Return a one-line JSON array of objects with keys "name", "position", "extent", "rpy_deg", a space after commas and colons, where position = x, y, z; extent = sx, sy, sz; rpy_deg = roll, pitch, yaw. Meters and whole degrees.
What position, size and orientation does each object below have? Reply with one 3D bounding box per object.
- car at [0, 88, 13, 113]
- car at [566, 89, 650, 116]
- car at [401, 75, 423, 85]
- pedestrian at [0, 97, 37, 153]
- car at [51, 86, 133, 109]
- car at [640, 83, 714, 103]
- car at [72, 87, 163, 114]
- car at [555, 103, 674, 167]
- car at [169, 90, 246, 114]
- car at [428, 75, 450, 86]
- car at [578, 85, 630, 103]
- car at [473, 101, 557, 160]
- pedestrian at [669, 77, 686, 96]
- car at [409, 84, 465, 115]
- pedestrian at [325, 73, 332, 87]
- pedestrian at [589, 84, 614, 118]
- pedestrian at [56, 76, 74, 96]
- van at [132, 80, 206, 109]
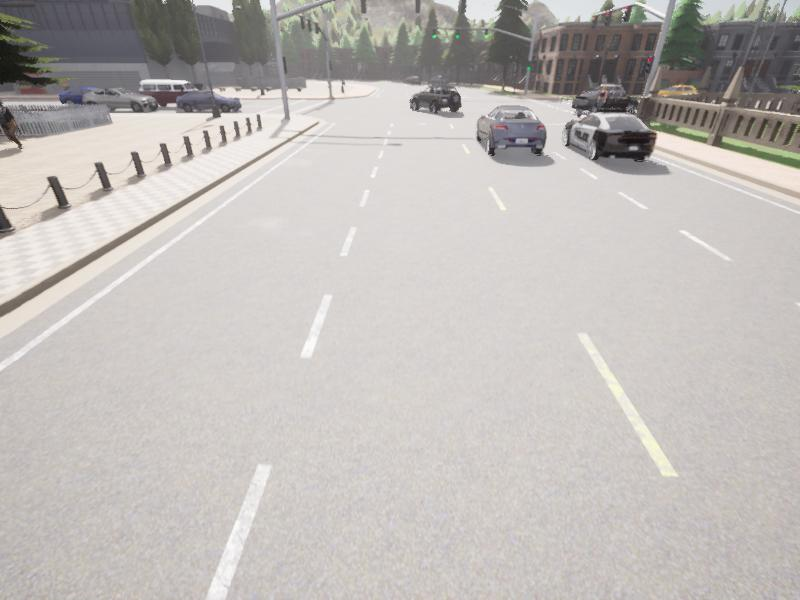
[{"name": "car", "position": [-33.146, -15.271, 30.487], "extent": [4.856, 1.649, 2.033], "rpy_deg": [2, 30, 1]}, {"name": "car", "position": [15.082, -14.399, 29.110], "extent": [4.902, 1.511, 2.128], "rpy_deg": [-6, 31, -10]}, {"name": "car", "position": [2.195, -40.673, 74.061], "extent": [2.163, 1.488, 4.792], "rpy_deg": [-12, 33, -20]}, {"name": "pedestrian", "position": [-14.796, -6.616, 15.110], "extent": [0.751, 1.860, 0.751], "rpy_deg": [-3, 30, -6]}, {"name": "car", "position": [-25.580, -16.883, 33.341], "extent": [5.008, 1.535, 1.882], "rpy_deg": [1, 30, 1]}, {"name": "car", "position": [26.204, -19.669, 38.048], "extent": [5.366, 1.575, 1.801], "rpy_deg": [1, 30, 1]}, {"name": "car", "position": [-21.154, -15.086, 30.185], "extent": [5.027, 1.651, 2.152], "rpy_deg": [1, 30, 1]}, {"name": "car", "position": [8.012, -6.627, 15.699], "extent": [1.930, 1.638, 5.238], "rpy_deg": [1, 30, 2]}, {"name": "car", "position": [-14.359, -14.881, 30.009], "extent": [4.674, 1.442, 1.812], "rpy_deg": [2, 30, 3]}, {"name": "car", "position": [6.940, -39.424, 71.866], "extent": [2.242, 1.667, 4.611], "rpy_deg": [-11, 32, -18]}, {"name": "car", "position": [19.412, -19.726, 38.250], "extent": [3.806, 1.475, 1.970], "rpy_deg": [1, 30, 1]}, {"name": "car", "position": [4.546, -7.225, 16.741], "extent": [2.152, 1.651, 5.027], "rpy_deg": [1, 30, 2]}, {"name": "pedestrian", "position": [30.274, -23.293, 43.615], "extent": [0.751, 1.860, 0.751], "rpy_deg": [0, 30, 0]}, {"name": "car", "position": [2.639, -15.090, 29.924], "extent": [1.932, 1.855, 4.605], "rpy_deg": [-14, 32, -25]}, {"name": "pedestrian", "position": [-11.188, -34.368, 62.566], "extent": [0.751, 1.860, 0.751], "rpy_deg": [-2, 30, -3]}, {"name": "pedestrian", "position": [12.764, -12.628, 25.389], "extent": [0.751, 1.860, 0.751], "rpy_deg": [-10, 32, -17]}, {"name": "pedestrian", "position": [-37.377, -23.907, 44.682], "extent": [0.751, 1.860, 0.751], "rpy_deg": [-1, 30, -2]}, {"name": "van", "position": [-18.986, -16.999, 33.041], "extent": [4.480, 2.038, 2.069], "rpy_deg": [1, 30, 1]}]
